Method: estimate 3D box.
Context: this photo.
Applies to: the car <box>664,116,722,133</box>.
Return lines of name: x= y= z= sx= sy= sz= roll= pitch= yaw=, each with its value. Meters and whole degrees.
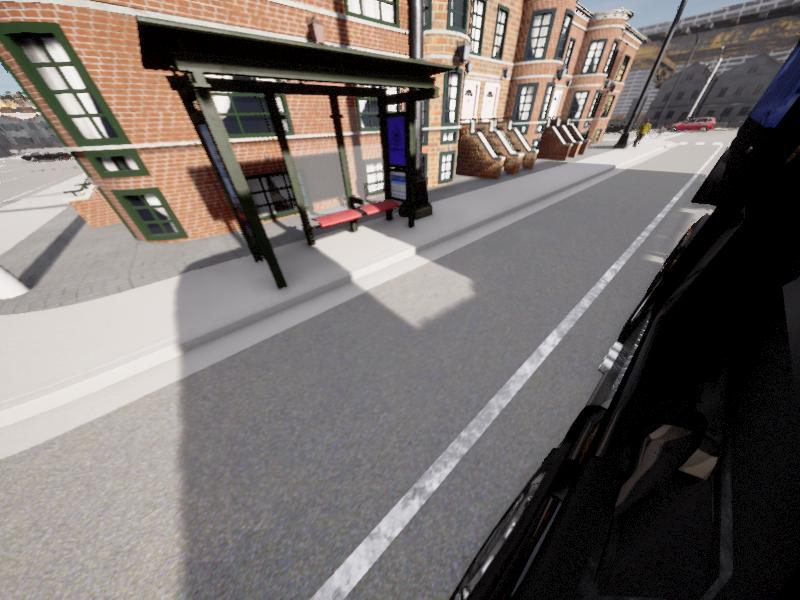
car: x=40.872 y=-24.511 z=32.339 sx=2.242 sy=1.667 sz=4.611 roll=-28 pitch=44 yaw=-30

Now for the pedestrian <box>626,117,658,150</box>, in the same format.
pedestrian: x=17.258 y=-11.859 z=16.521 sx=0.751 sy=1.860 sz=0.751 roll=-26 pitch=43 yaw=-28

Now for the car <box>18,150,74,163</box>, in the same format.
car: x=-56.066 y=-22.900 z=36.752 sx=4.718 sy=1.301 sz=1.895 roll=-29 pitch=44 yaw=-30

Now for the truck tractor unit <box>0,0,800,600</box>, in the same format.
truck tractor unit: x=2.645 y=-0.295 z=0.351 sx=6.516 sy=4.208 sz=3.053 roll=-28 pitch=44 yaw=-30

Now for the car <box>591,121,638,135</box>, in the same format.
car: x=32.986 y=-26.550 z=35.718 sx=1.837 sy=1.490 sz=4.892 roll=-28 pitch=44 yaw=-30

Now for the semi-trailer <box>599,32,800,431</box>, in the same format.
semi-trailer: x=8.641 y=-3.653 z=4.270 sx=14.254 sy=4.402 sz=2.717 roll=-29 pitch=44 yaw=-30
